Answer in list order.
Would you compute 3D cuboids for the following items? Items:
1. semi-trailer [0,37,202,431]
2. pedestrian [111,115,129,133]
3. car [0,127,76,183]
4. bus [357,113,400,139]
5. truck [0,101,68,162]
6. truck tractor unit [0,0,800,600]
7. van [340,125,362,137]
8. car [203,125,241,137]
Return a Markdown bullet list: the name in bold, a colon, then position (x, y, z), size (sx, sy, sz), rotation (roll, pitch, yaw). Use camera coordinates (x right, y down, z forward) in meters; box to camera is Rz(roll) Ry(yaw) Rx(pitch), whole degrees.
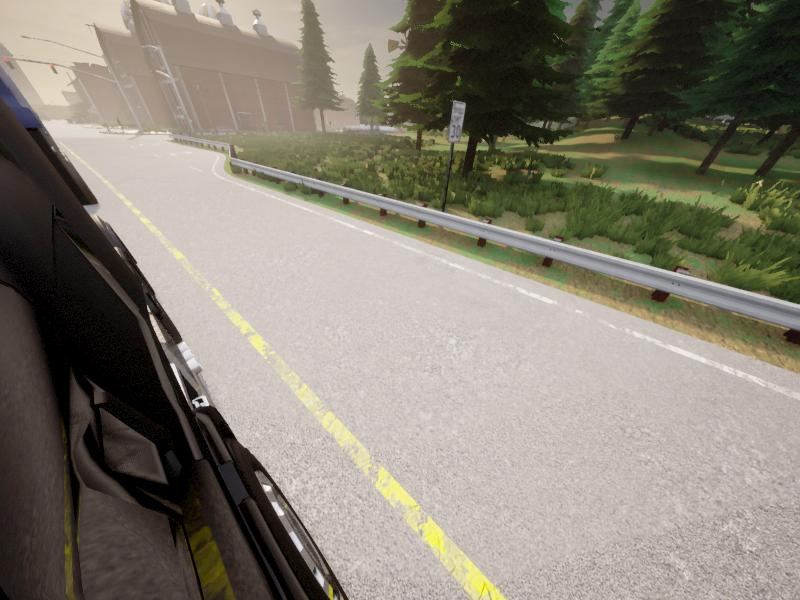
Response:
- **semi-trailer**: position (-8.746, -3.573, 4.180), size (14.254, 4.402, 2.717), rotation (28, 43, 29)
- **pedestrian**: position (-37.837, -23.803, 31.262), size (0.751, 1.860, 0.751), rotation (-22, 43, -30)
- **car**: position (-16.060, -6.229, 9.719), size (4.902, 1.511, 2.128), rotation (27, 43, 29)
- **bus**: position (-4.809, -40.465, 53.917), size (3.944, 4.253, 10.273), rotation (28, 42, 29)
- **truck**: position (-21.926, -9.535, 12.951), size (5.204, 2.467, 2.627), rotation (27, 43, 28)
- **truck tractor unit**: position (-2.645, -0.295, 0.351), size (6.516, 4.208, 3.053), rotation (28, 44, 30)
- **van**: position (-11.119, -38.365, 52.581), size (2.069, 2.038, 4.480), rotation (28, 43, 29)
- **car**: position (-27.762, -26.432, 36.144), size (1.994, 1.385, 4.181), rotation (27, 43, 29)
